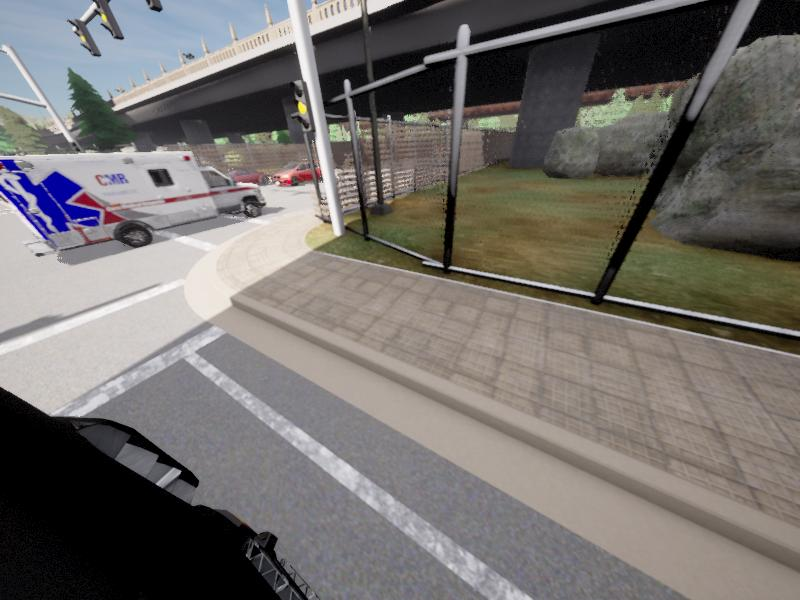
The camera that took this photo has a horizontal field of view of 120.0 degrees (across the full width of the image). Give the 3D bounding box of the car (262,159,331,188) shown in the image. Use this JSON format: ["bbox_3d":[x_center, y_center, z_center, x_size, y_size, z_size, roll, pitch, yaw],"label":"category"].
[{"bbox_3d":[-8.459,-10.682,19.386,2.242,1.667,4.611,15,38,26],"label":"car"}]

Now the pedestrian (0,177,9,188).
[{"bbox_3d":[-51.454,-15.383,29.418,0.751,1.860,0.751,14,37,24],"label":"pedestrian"}]

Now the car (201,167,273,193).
[{"bbox_3d":[-13.021,-9.854,18.781,1.994,1.385,4.181,16,38,26],"label":"car"}]

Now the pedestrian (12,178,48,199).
[{"bbox_3d":[-28.095,-8.461,17.559,0.751,1.300,0.751,10,36,19],"label":"pedestrian"}]

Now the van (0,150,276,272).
[{"bbox_3d":[-8.178,-3.564,7.893,2.351,2.431,6.366,16,37,26],"label":"van"}]
